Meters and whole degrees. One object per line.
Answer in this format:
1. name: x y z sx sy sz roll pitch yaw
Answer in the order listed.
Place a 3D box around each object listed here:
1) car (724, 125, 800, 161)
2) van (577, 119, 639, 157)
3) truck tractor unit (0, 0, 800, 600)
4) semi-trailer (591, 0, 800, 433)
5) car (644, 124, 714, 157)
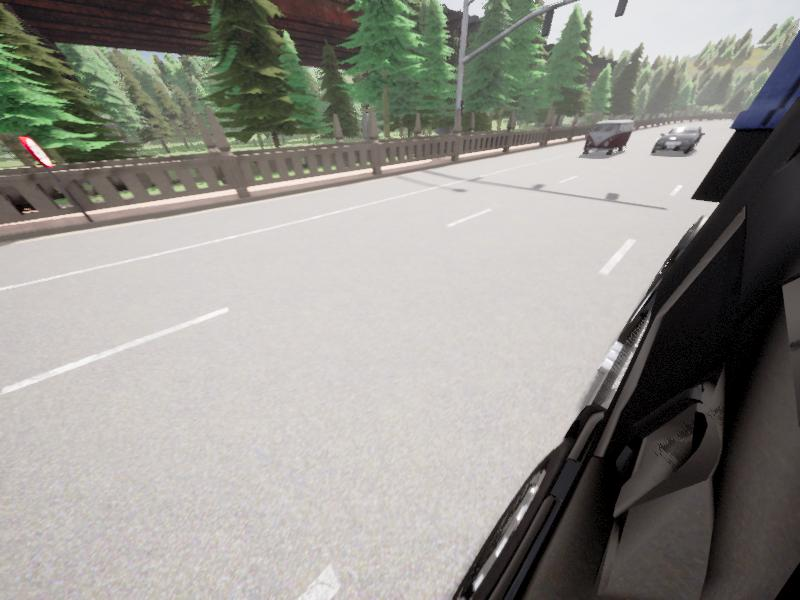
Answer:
1. car: 21.098 -9.242 13.488 4.181 1.385 1.994 -29 44 -30
2. van: 14.975 -11.691 16.616 4.442 1.987 1.775 -29 44 -30
3. truck tractor unit: 2.645 -0.295 0.351 6.516 4.208 3.053 -28 44 -30
4. semi-trailer: 9.171 -3.233 3.696 14.254 4.402 2.717 -22 41 -24
5. car: 19.170 -11.020 15.852 4.902 1.511 2.128 -29 44 -30
